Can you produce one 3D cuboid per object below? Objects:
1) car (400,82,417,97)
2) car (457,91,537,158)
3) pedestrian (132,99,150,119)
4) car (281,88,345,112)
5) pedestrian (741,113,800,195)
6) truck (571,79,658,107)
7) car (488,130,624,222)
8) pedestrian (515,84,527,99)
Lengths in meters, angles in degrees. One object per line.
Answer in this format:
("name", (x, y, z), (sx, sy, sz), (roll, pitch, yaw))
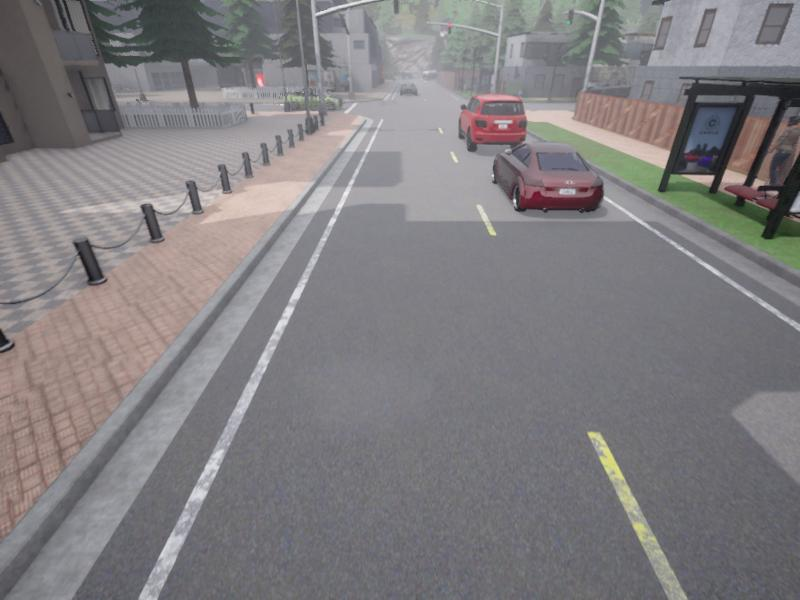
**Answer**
("car", (1.052, -25.644, 48.613), (1.994, 1.385, 4.181), (1, 30, 1))
("car", (3.905, -7.775, 17.335), (2.150, 2.045, 5.566), (1, 30, 1))
("pedestrian", (-16.280, -12.030, 25.156), (0.500, 1.100, 0.500), (-1, 30, -2))
("car", (-6.764, -15.792, 31.575), (4.514, 1.525, 2.007), (1, 30, 2))
("pedestrian", (9.884, -3.782, 10.351), (0.751, 1.860, 0.751), (-8, 31, -14))
("truck", (19.129, -18.661, 35.957), (6.274, 2.098, 2.390), (-4, 30, -7))
("car", (3.762, -3.453, 10.601), (1.994, 1.385, 4.181), (1, 30, 1))
("pedestrian", (12.371, -21.333, 40.950), (0.751, 1.300, 0.751), (0, 30, -1))
